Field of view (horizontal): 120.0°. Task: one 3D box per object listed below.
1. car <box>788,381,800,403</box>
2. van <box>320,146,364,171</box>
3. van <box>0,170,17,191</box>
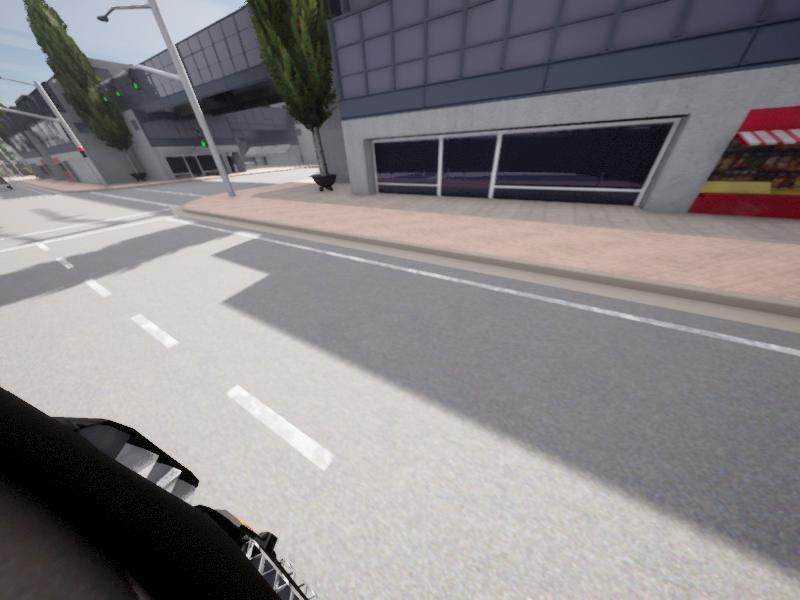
[{"bbox_3d":[5.176,1.329,0.312,4.181,1.385,1.994,16,38,26],"label":"car"},{"bbox_3d":[-7.612,-19.278,31.347,1.988,2.561,5.915,16,38,26],"label":"van"},{"bbox_3d":[-48.549,-14.232,27.479,4.480,2.038,2.069,17,38,27],"label":"van"}]
